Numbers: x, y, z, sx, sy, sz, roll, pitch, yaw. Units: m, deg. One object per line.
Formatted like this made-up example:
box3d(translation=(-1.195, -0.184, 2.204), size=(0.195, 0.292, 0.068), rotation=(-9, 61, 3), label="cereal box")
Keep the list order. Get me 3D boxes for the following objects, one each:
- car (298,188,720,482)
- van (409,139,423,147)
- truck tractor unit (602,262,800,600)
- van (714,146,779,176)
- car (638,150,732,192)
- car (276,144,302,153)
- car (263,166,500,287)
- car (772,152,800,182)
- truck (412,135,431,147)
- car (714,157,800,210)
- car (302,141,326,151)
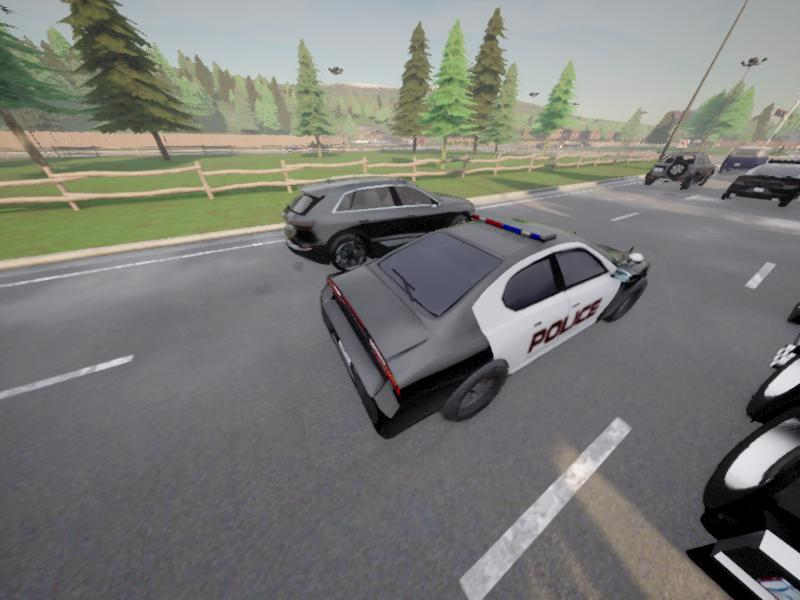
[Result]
box3d(translation=(1.574, -0.355, 3.196), size=(4.974, 1.542, 2.038), rotation=(-18, 39, -25), label="car")
box3d(translation=(6.045, -61.664, 90.609), size=(2.351, 2.431, 6.366), rotation=(-18, 39, -24), label="van")
box3d(translation=(5.114, -0.296, 0.789), size=(6.516, 4.208, 3.053), rotation=(-18, 39, -24), label="truck tractor unit")
box3d(translation=(29.793, -12.035, 19.879), size=(4.442, 1.987, 1.775), rotation=(-18, 39, -24), label="van")
box3d(translation=(16.877, -7.790, 13.732), size=(4.605, 1.855, 1.932), rotation=(-17, 39, -25), label="car")
box3d(translation=(-22.303, -30.535, 46.497), size=(4.181, 1.385, 1.994), rotation=(-18, 39, -25), label="car")
box3d(translation=(-0.268, -2.103, 5.608), size=(4.856, 1.649, 2.033), rotation=(-18, 39, -24), label="car")
box3d(translation=(29.968, -9.658, 16.733), size=(4.611, 1.667, 2.242), rotation=(-18, 39, -25), label="car")
box3d(translation=(8.528, -63.774, 92.447), size=(2.891, 3.827, 8.468), rotation=(-18, 39, -24), label="truck")
box3d(translation=(17.526, -5.593, 10.793), size=(5.238, 1.638, 1.930), rotation=(-18, 39, -24), label="car")
box3d(translation=(-20.052, -36.106, 54.085), size=(4.605, 1.855, 1.932), rotation=(-18, 39, -24), label="car")
